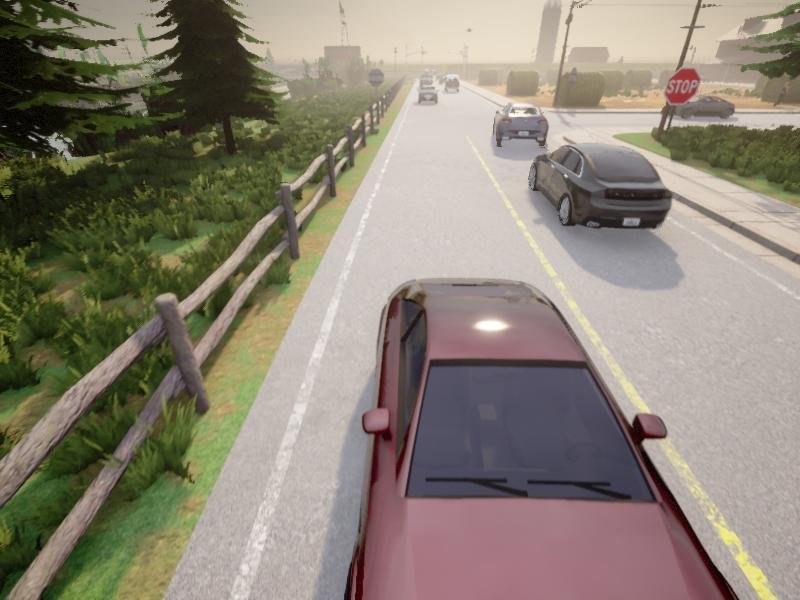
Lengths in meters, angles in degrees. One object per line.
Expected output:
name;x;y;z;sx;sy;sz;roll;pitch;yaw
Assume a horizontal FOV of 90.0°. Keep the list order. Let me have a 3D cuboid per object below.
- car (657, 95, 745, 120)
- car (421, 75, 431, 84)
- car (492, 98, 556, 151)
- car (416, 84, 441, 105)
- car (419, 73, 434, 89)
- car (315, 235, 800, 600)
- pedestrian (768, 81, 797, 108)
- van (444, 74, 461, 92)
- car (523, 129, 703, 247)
car;20.330;-13.128;27.196;4.181;1.385;1.994;0;30;-1
car;5.364;-45.871;83.093;1.970;1.475;3.806;2;30;3
car;5.501;-8.198;18.417;2.152;1.651;5.027;5;31;8
car;2.674;-19.638;38.092;2.128;1.511;4.902;1;30;2
car;4.187;-34.602;63.171;2.150;2.045;5.566;2;30;3
car;0.723;0.920;3.075;1.994;1.385;4.181;1;30;1
pedestrian;30.565;-16.411;31.977;0.751;1.860;0.751;-2;30;-4
van;7.244;-30.184;55.616;2.069;2.038;4.480;2;30;3
car;4.506;-2.929;9.530;1.837;1.490;4.892;1;31;2
